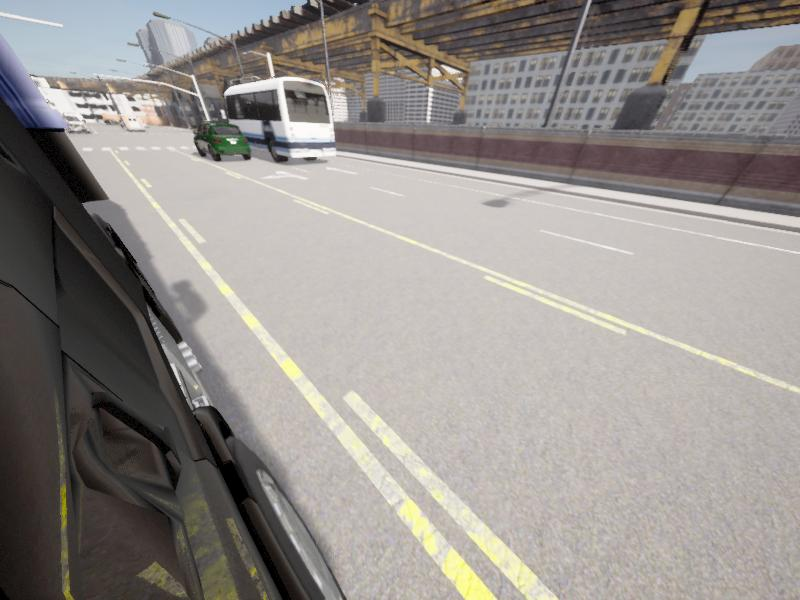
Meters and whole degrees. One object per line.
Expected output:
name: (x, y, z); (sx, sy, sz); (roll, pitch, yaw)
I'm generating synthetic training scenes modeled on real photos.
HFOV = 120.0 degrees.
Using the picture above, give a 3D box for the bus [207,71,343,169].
bus: (-9.102, -12.681, 16.653); (10.273, 4.253, 3.944); (30, 44, 32)

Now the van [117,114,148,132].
van: (-49.212, -32.525, 42.451); (6.366, 2.431, 2.351); (30, 45, 32)

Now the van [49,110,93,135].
van: (-44.407, -24.065, 31.334); (6.366, 2.431, 2.351); (30, 45, 32)

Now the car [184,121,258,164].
car: (-12.436, -10.969, 15.988); (5.566, 2.045, 2.150); (30, 45, 32)

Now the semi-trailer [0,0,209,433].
semi-trailer: (-9.168, -3.219, 3.725); (14.254, 4.402, 2.717); (22, 40, 24)

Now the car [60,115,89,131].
car: (-52.928, -28.787, 37.644); (4.605, 1.855, 1.932); (29, 44, 33)

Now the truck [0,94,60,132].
truck: (-52.662, -26.595, 33.057); (8.468, 3.827, 2.891); (30, 45, 32)

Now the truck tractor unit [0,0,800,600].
truck tractor unit: (-2.645, -0.295, 0.351); (6.516, 4.208, 3.053); (28, 44, 30)
